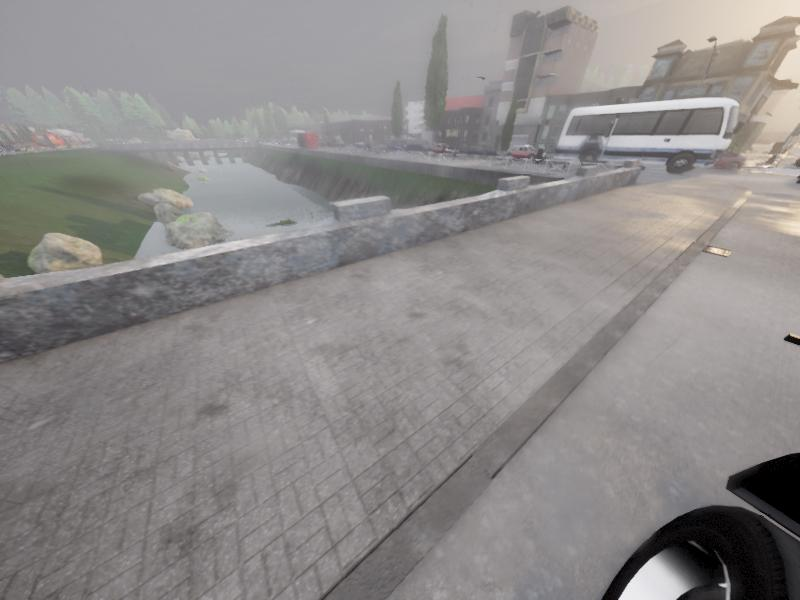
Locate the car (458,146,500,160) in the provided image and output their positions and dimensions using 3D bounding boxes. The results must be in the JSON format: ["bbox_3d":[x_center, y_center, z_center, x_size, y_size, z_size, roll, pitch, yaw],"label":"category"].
[{"bbox_3d":[9.809,-18.509,28.956,1.895,1.301,4.718,-22,41,-28],"label":"car"}]

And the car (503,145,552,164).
[{"bbox_3d":[13.450,-15.588,24.629,1.970,1.475,3.806,-22,41,-28],"label":"car"}]

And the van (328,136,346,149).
[{"bbox_3d":[-16.126,-40.291,58.969,1.988,2.561,5.915,-22,40,-28],"label":"van"}]

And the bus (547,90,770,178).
[{"bbox_3d":[18.538,-12.732,18.133,3.944,4.253,10.273,-23,41,-29],"label":"bus"}]

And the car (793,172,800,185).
[{"bbox_3d":[24.221,-7.234,12.857,4.718,1.301,1.895,-22,41,-28],"label":"car"}]

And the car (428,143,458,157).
[{"bbox_3d":[6.112,-21.615,33.231,1.970,1.475,3.806,-22,41,-28],"label":"car"}]

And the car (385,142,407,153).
[{"bbox_3d":[-0.722,-27.225,41.241,1.816,1.474,4.193,-22,41,-28],"label":"car"}]

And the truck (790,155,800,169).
[{"bbox_3d":[35.078,-12.138,18.696,5.204,2.467,2.627,-23,41,-27],"label":"truck"}]

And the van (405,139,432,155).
[{"bbox_3d":[2.895,-24.464,36.855,1.775,1.987,4.442,-22,41,-28],"label":"van"}]

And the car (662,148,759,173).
[{"bbox_3d":[24.173,-11.129,18.317,4.181,1.385,1.994,23,42,30],"label":"car"}]

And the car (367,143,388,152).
[{"bbox_3d":[-4.473,-30.230,45.685,1.895,1.301,4.718,-22,41,-28],"label":"car"}]

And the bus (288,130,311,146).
[{"bbox_3d":[-35.607,-57.107,81.463,3.944,4.253,10.273,-22,41,-28],"label":"bus"}]

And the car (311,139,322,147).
[{"bbox_3d":[-25.228,-47.495,69.827,1.905,1.878,3.866,-22,41,-28],"label":"car"}]

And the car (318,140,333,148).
[{"bbox_3d":[-21.005,-43.895,64.980,2.242,1.667,4.611,-22,41,-28],"label":"car"}]

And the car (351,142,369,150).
[{"bbox_3d":[-8.763,-33.810,50.666,1.812,1.442,4.674,-22,41,-28],"label":"car"}]
